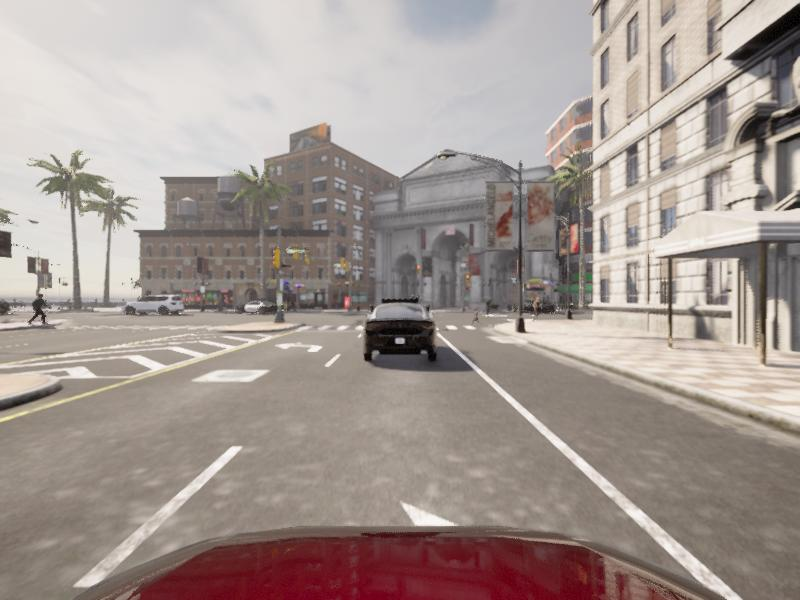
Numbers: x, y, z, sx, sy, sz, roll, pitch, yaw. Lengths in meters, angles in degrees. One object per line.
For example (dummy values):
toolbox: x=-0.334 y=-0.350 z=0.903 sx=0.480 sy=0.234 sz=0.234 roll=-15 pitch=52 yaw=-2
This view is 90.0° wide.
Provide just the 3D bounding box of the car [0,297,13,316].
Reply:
car: x=-42.414 y=0.601 z=40.519 sx=4.605 sy=1.855 sz=1.932 roll=1 pitch=0 yaw=1

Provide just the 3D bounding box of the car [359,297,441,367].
car: x=0.000 y=0.755 z=11.969 sx=1.930 sy=1.638 sz=5.238 roll=0 pitch=0 yaw=0

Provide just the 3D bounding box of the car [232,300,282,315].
car: x=-15.178 y=0.772 z=42.310 sx=4.974 sy=1.542 sz=2.038 roll=0 pitch=1 yaw=25

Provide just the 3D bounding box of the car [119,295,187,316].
car: x=-24.806 y=0.514 z=40.366 sx=5.566 sy=2.045 sz=2.150 roll=0 pitch=0 yaw=0

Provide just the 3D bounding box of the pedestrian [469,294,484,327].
pedestrian: x=4.426 y=0.606 z=23.232 sx=0.751 sy=1.860 sz=0.751 roll=0 pitch=0 yaw=0

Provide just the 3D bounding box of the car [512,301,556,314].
car: x=14.552 y=0.796 z=43.532 sx=4.193 sy=1.474 sz=1.816 roll=0 pitch=0 yaw=0

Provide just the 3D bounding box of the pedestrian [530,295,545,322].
pedestrian: x=9.830 y=0.599 z=28.637 sx=0.751 sy=1.860 sz=0.751 roll=0 pitch=0 yaw=-14

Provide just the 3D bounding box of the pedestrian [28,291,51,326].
pedestrian: x=-19.986 y=0.455 z=22.187 sx=0.751 sy=1.860 sz=0.751 roll=0 pitch=0 yaw=-20

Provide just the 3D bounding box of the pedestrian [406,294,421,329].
pedestrian: x=0.724 y=0.608 z=21.458 sx=0.751 sy=1.860 sz=0.751 roll=0 pitch=0 yaw=7
